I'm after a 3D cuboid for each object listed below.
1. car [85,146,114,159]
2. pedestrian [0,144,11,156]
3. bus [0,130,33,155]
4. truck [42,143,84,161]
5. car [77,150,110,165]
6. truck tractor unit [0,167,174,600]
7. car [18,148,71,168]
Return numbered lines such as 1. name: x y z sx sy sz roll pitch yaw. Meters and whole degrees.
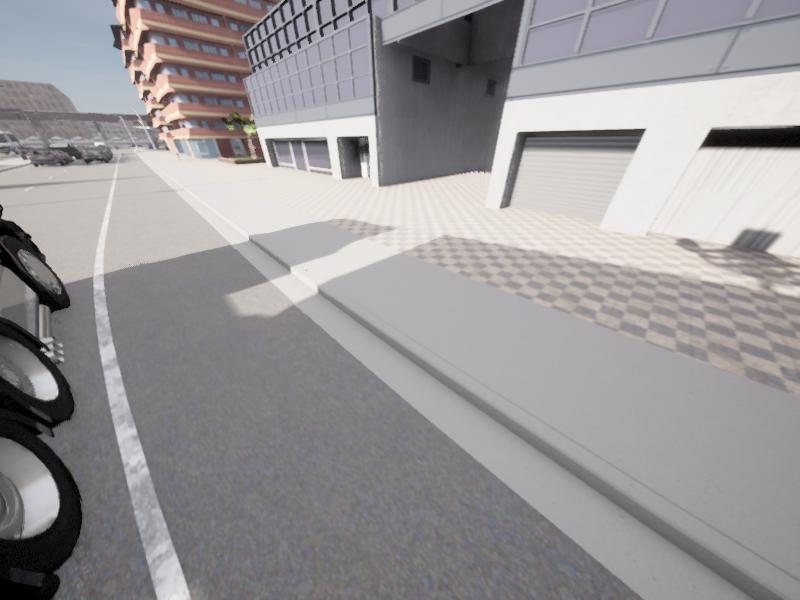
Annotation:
1. car: -49.248 -24.254 37.948 2.152 1.651 5.027 -30 44 -35
2. pedestrian: -77.019 -29.019 44.722 0.751 1.860 0.751 -26 42 -32
3. bus: -85.189 -33.851 49.686 3.944 4.253 10.273 -30 44 -35
4. truck: -50.963 -22.606 35.151 2.390 2.098 6.274 -30 44 -35
5. car: -38.749 -18.129 29.320 1.895 1.301 4.718 -30 44 -35
6. truck tractor unit: -4.934 -0.447 0.991 6.516 4.208 3.053 25 42 31
7. car: -40.007 -16.176 26.168 2.242 1.667 4.611 -30 44 -35
